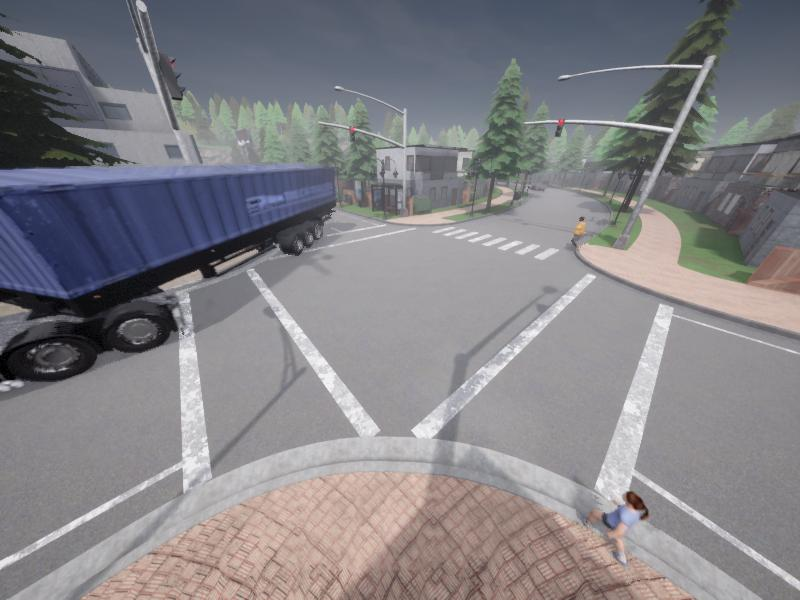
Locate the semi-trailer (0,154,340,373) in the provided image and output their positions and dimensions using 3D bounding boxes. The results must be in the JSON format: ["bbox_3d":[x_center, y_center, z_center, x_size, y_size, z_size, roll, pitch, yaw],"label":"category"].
[{"bbox_3d":[-6.868,-3.947,10.680,2.717,4.402,14.254,9,32,5],"label":"semi-trailer"}]

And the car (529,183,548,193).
[{"bbox_3d":[27.045,-21.949,45.177,1.994,1.385,4.181,8,31,13],"label":"car"}]

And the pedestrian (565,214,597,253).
[{"bbox_3d":[9.928,-3.670,12.732,0.751,1.860,0.751,13,32,21],"label":"pedestrian"}]

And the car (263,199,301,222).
[{"bbox_3d":[-11.359,-8.656,22.192,1.994,1.385,4.181,-22,37,-33],"label":"car"}]

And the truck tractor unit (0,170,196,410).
[{"bbox_3d":[-9.246,-0.108,4.554,6.516,4.208,3.053,-26,39,-37],"label":"truck tractor unit"}]
